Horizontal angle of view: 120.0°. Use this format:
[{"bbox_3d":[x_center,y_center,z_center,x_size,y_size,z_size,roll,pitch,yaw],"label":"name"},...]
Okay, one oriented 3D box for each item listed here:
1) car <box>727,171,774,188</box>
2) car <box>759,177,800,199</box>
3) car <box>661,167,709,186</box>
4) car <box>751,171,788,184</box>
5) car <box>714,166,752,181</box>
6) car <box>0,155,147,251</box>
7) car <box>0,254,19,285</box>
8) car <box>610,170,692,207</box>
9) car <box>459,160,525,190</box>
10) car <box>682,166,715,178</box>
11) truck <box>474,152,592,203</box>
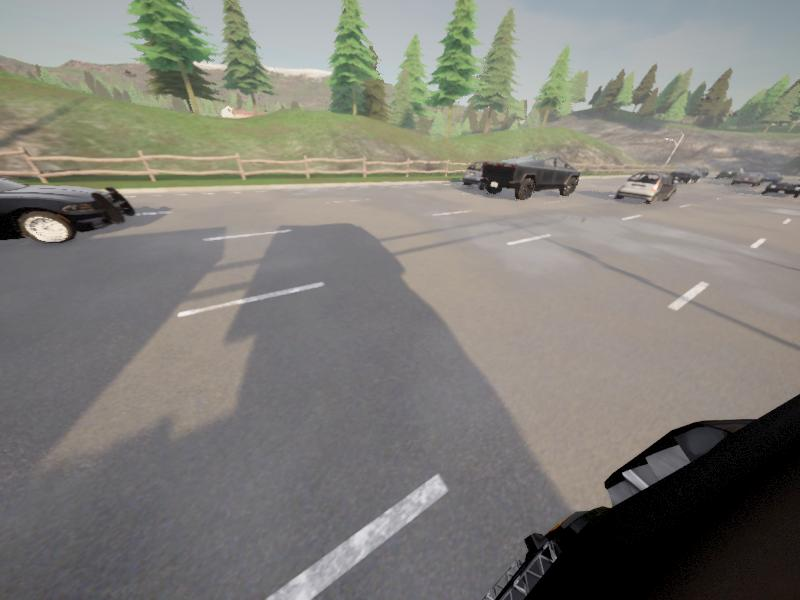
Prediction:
[{"bbox_3d":[41.264,-14.232,27.206,5.357,1.411,2.033,-16,38,-26],"label":"car"},{"bbox_3d":[33.686,-9.779,20.028,4.718,1.301,1.895,-16,38,-26],"label":"car"},{"bbox_3d":[31.622,-13.766,25.649,5.008,1.535,1.882,-16,38,-26],"label":"car"},{"bbox_3d":[53.230,-17.654,33.278,4.181,1.385,1.994,-16,38,-26],"label":"car"},{"bbox_3d":[50.935,-19.411,35.364,4.553,1.767,2.097,-16,38,-26],"label":"car"},{"bbox_3d":[-9.488,-2.020,4.792,5.238,1.638,1.930,-16,38,-26],"label":"car"},{"bbox_3d":[-7.892,-0.190,2.263,3.633,1.501,1.845,-16,38,-26],"label":"car"},{"bbox_3d":[14.966,-6.770,13.811,3.988,1.617,1.851,-16,38,-26],"label":"car"},{"bbox_3d":[6.414,-8.806,16.225,3.988,1.617,1.851,-16,38,-26],"label":"car"},{"bbox_3d":[48.733,-20.910,37.692,4.514,1.525,2.007,-16,38,-26],"label":"car"},{"bbox_3d":[7.681,-7.122,13.341,6.274,2.098,2.390,-15,37,-26],"label":"truck"}]
